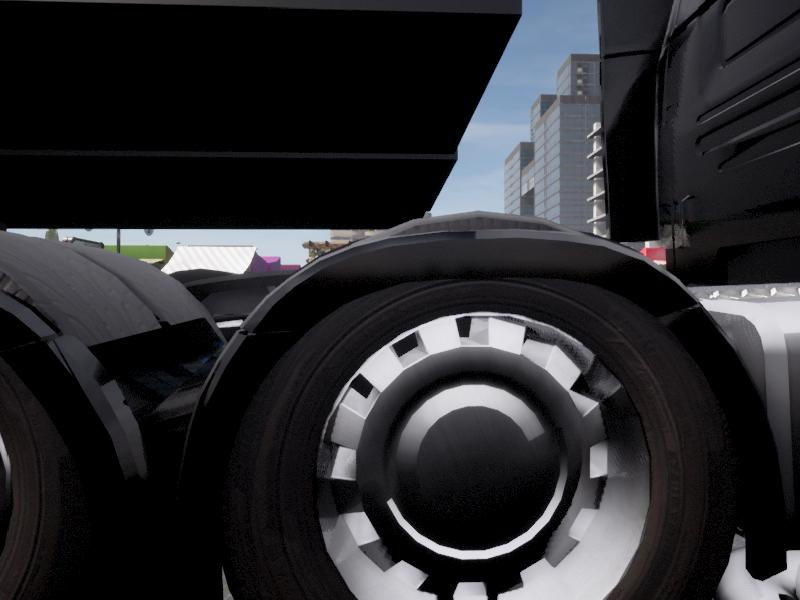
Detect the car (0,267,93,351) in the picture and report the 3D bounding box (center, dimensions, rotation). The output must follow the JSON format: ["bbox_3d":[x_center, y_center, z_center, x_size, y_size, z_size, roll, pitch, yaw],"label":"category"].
[{"bbox_3d":[-10.035,0.177,8.849,4.856,1.649,2.033,0,0,-2],"label":"car"}]

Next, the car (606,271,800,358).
[{"bbox_3d":[7.226,0.251,8.529,4.792,1.488,2.163,0,0,-14],"label":"car"}]

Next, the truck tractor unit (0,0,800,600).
[{"bbox_3d":[1.104,-1.116,2.105,6.516,4.208,3.053,0,0,-3],"label":"truck tractor unit"}]

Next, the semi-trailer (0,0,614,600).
[{"bbox_3d":[-6.800,-1.218,1.762,14.254,4.402,2.717,0,0,-2],"label":"semi-trailer"}]
